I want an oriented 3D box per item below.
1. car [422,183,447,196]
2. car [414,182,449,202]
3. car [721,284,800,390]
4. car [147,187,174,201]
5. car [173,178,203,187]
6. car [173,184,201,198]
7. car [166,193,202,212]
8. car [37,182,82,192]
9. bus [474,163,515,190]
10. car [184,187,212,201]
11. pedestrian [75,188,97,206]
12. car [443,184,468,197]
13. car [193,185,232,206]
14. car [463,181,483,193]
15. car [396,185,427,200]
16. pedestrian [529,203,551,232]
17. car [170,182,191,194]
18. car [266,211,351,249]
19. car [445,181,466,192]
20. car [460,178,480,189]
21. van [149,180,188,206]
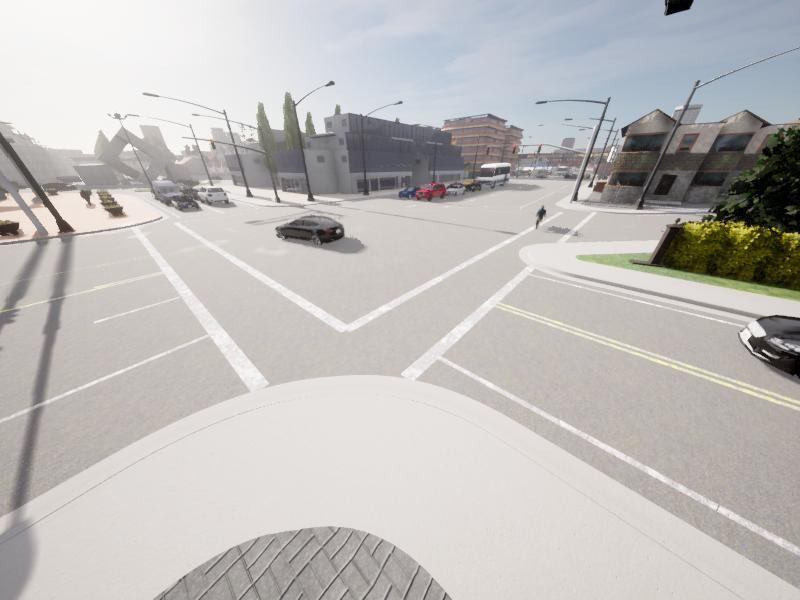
[{"bbox_3d":[5.948,-18.877,39.331,1.837,1.490,4.892,22,38,34],"label":"car"},{"bbox_3d":[4.495,-15.481,32.969,2.150,2.045,5.566,23,37,34],"label":"car"},{"bbox_3d":[10.595,1.434,4.315,4.902,1.511,2.128,23,37,34],"label":"car"},{"bbox_3d":[-35.140,-15.621,33.838,3.633,1.501,1.845,22,37,33],"label":"car"},{"bbox_3d":[-50.412,-28.027,55.061,2.097,1.767,4.553,14,33,23],"label":"car"},{"bbox_3d":[-34.663,-17.825,37.543,5.238,1.638,1.930,23,37,34],"label":"car"},{"bbox_3d":[-24.281,-11.043,25.962,4.193,1.474,1.816,23,37,34],"label":"car"},{"bbox_3d":[-66.043,-22.007,44.924,4.892,1.490,1.837,-3,30,-5],"label":"car"},{"bbox_3d":[19.637,-25.762,47.774,3.944,4.253,10.273,23,39,34],"label":"bus"},{"bbox_3d":[-29.555,-15.560,33.787,4.193,1.474,1.816,23,37,34],"label":"car"},{"bbox_3d":[-36.911,-12.119,27.152,0.751,1.860,0.751,-22,37,-33],"label":"pedestrian"},{"bbox_3d":[9.175,-18.068,37.952,1.812,1.442,4.674,23,38,34],"label":"car"},{"bbox_3d":[-24.089,-13.486,29.622,5.566,2.045,2.150,23,37,34],"label":"car"},{"bbox_3d":[13.383,-20.697,42.256,1.816,1.474,4.193,23,38,34],"label":"car"},{"bbox_3d":[1.789,-16.373,35.030,1.882,1.535,5.008,22,37,34],"label":"car"},{"bbox_3d":[10.101,-5.957,16.699,0.751,1.860,0.751,21,36,32],"label":"pedestrian"},{"bbox_3d":[-39.723,-20.263,41.765,1.930,1.638,5.238,-26,39,-37],"label":"car"},{"bbox_3d":[-5.841,-4.628,14.875,4.792,1.488,2.163,14,33,22],"label":"car"},{"bbox_3d":[10.656,-21.736,44.166,1.994,1.385,4.181,24,39,35],"label":"car"},{"bbox_3d":[14.715,-24.380,48.283,1.882,1.535,5.008,23,39,34],"label":"car"},{"bbox_3d":[-29.986,-13.922,29.886,5.915,2.561,1.988,23,37,34],"label":"van"}]
